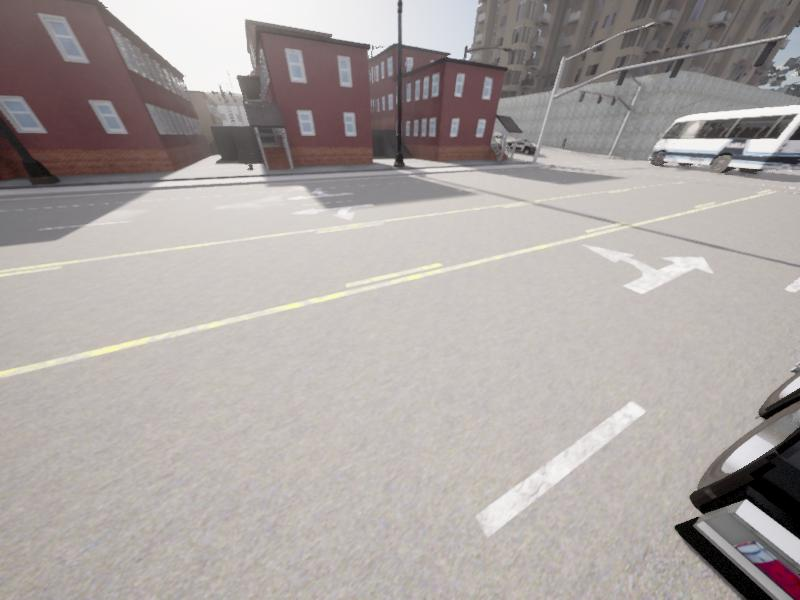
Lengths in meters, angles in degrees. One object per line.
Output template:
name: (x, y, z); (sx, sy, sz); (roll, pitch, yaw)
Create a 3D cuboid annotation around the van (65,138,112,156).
van: (-43.580, -21.561, 32.492); (1.775, 1.987, 4.442); (-15, 38, -21)

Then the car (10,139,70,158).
car: (-45.710, -19.433, 29.537); (1.932, 1.855, 4.605); (-15, 38, -21)

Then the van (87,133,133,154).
van: (-46.530, -25.343, 37.373); (1.988, 2.561, 5.915); (-15, 38, -21)

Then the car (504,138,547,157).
car: (17.754, -21.947, 33.051); (1.930, 1.638, 5.238); (-15, 43, -21)

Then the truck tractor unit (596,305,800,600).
truck tractor unit: (5.186, -0.217, 0.685); (6.516, 4.208, 3.053); (-15, 38, -21)

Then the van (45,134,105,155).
van: (-49.146, -23.808, 35.256); (2.351, 2.431, 6.366); (-15, 38, -21)

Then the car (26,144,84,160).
car: (-40.420, -17.491, 27.270); (1.994, 1.385, 4.181); (-15, 38, -20)

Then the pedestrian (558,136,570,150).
pedestrian: (26.389, -25.232, 37.175); (0.751, 1.860, 0.751); (-15, 38, -21)

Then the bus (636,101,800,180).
bus: (27.432, -13.394, 19.621); (3.944, 4.253, 10.273); (2, 35, 1)
